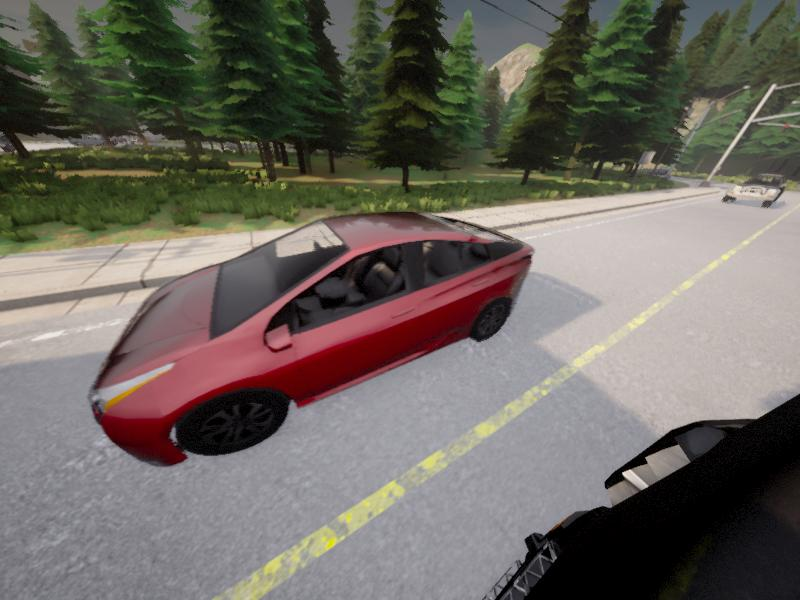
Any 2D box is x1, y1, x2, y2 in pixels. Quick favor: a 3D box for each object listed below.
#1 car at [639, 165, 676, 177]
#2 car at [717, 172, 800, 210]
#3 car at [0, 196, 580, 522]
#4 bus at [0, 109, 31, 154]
[{"bbox_3d":[46.218,-23.237,41.553,1.970,1.475,3.806,-1,34,-6],"label":"car"},{"bbox_3d":[23.556,-7.241,15.166,4.605,1.855,1.932,-16,38,-27],"label":"car"},{"bbox_3d":[-0.425,-0.171,2.825,4.514,1.525,2.007,-15,38,-25],"label":"car"},{"bbox_3d":[-38.780,-14.724,19.268,3.944,4.253,10.273,-17,38,-27],"label":"bus"}]
